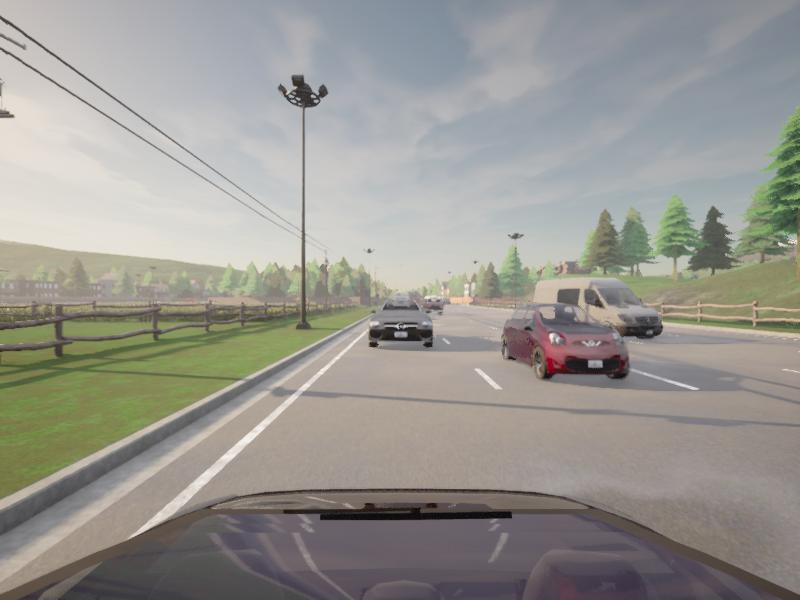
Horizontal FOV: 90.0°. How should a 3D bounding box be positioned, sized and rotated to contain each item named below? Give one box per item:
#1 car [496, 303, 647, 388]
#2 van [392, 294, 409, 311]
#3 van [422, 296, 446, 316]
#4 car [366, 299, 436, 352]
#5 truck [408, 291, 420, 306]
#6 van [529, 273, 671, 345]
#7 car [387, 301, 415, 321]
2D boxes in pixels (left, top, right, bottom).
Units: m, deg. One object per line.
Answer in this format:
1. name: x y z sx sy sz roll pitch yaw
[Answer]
1. car: 3.520 0.826 9.014 1.845 1.501 3.633 0 0 0
2. van: 0.122 0.368 59.223 2.351 2.431 6.366 0 0 0
3. van: 3.525 0.560 42.072 2.069 2.038 4.480 0 1 -1
4. car: 0.034 0.778 14.894 2.152 1.651 5.027 0 0 0
5. truck: 3.714 -0.342 104.985 2.891 3.827 8.468 0 0 0
6. van: 8.218 0.320 17.337 1.988 2.561 5.915 0 0 -16
7. car: 0.070 0.846 32.703 2.163 1.488 4.792 0 0 0
